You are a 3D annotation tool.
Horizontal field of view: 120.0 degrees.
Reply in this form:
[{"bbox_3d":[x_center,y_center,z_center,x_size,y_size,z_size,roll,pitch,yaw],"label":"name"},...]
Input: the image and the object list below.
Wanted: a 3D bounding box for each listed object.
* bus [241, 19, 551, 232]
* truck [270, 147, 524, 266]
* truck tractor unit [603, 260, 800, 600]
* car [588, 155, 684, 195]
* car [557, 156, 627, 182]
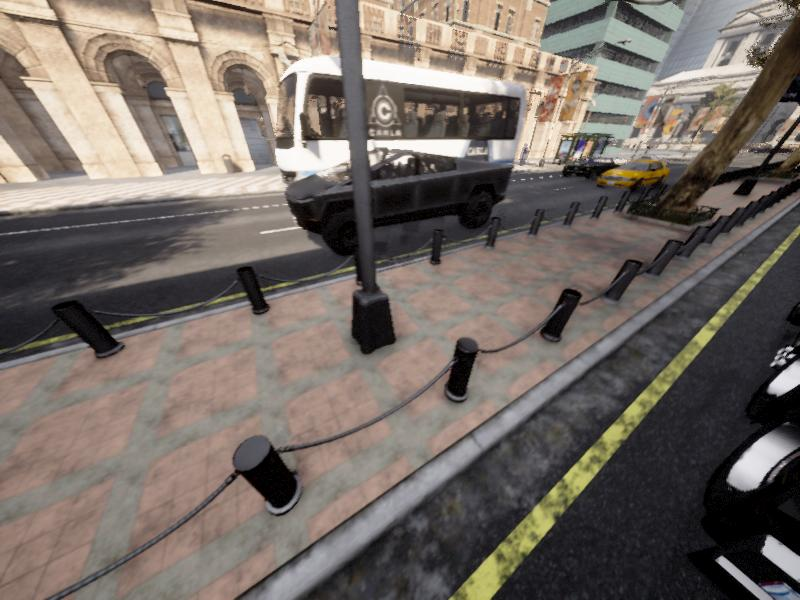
[{"bbox_3d":[0.377,-6.270,9.309,10.273,4.253,3.944,-19,39,-25],"label":"bus"},{"bbox_3d":[0.165,-3.092,6.626,6.274,2.098,2.390,-18,39,-25],"label":"truck"},{"bbox_3d":[5.103,-0.308,0.795,6.516,4.208,3.053,-18,39,-24],"label":"truck tractor unit"},{"bbox_3d":[13.574,-7.312,13.270,5.366,1.575,1.801,-18,39,-25],"label":"car"},{"bbox_3d":[14.074,-9.675,16.926,4.718,1.301,1.895,-18,39,-25],"label":"car"}]
